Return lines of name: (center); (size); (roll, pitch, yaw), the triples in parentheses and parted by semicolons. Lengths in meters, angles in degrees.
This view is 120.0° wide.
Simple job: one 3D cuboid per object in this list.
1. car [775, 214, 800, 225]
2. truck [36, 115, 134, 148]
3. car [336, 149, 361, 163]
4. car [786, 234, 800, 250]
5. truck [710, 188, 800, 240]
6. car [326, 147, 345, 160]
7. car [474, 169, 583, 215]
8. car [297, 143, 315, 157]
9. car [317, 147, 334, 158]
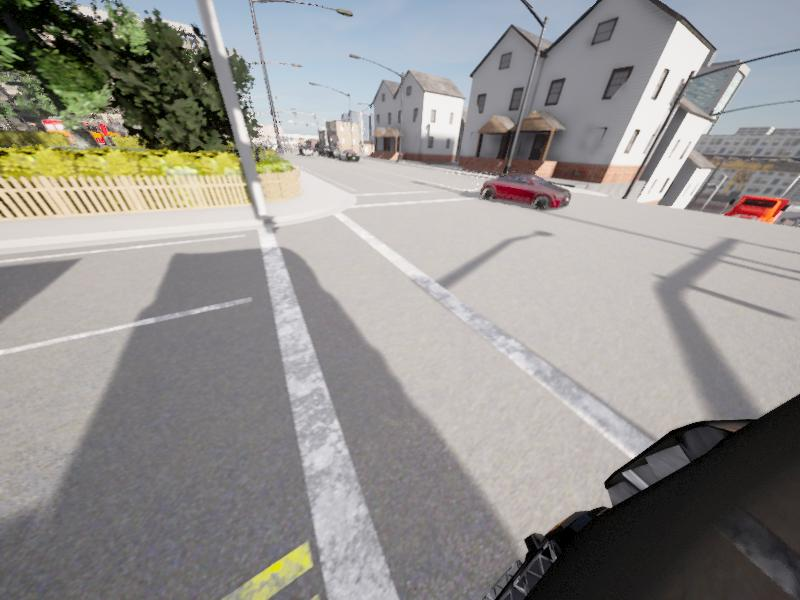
car: (86.179, -17.277, 49.863); (4.974, 1.542, 2.038); (16, 36, 18)
truck: (-52.509, -28.323, 39.098); (8.468, 3.827, 2.891); (-15, 37, -25)
car: (-7.785, -21.768, 34.807); (2.038, 1.542, 4.974); (-16, 38, -26)
car: (31.428, -4.617, 17.156); (4.605, 1.855, 1.932); (-4, 32, -33)
truck: (26.742, -6.394, 17.578); (5.204, 2.467, 2.627); (-3, 31, -34)
car: (-11.021, -25.030, 39.404); (1.851, 1.617, 3.988); (-16, 38, -26)
car: (6.257, -5.591, 11.655); (4.181, 1.385, 1.994); (30, 42, 35)
car: (-17.345, -27.621, 42.561); (1.932, 1.855, 4.605); (-15, 39, -25)
car: (-14.297, -28.223, 44.111); (1.812, 1.442, 4.674); (-16, 38, -26)
